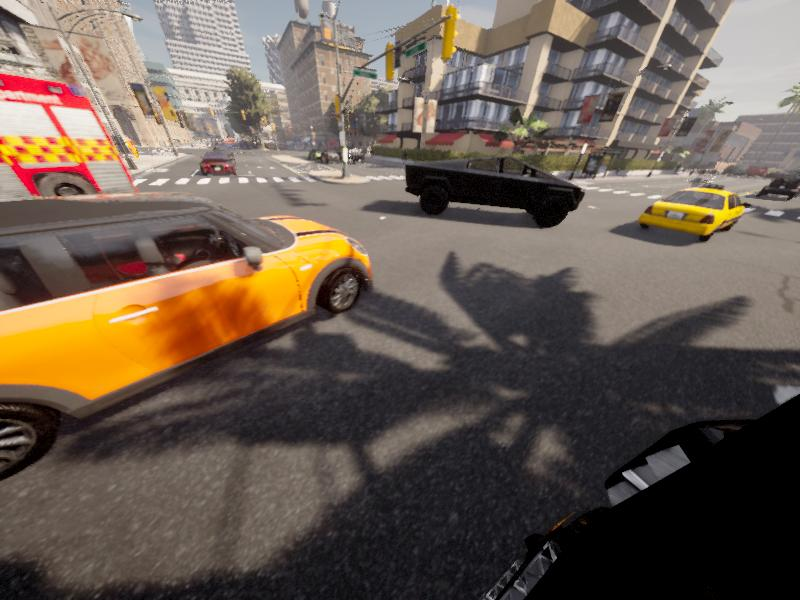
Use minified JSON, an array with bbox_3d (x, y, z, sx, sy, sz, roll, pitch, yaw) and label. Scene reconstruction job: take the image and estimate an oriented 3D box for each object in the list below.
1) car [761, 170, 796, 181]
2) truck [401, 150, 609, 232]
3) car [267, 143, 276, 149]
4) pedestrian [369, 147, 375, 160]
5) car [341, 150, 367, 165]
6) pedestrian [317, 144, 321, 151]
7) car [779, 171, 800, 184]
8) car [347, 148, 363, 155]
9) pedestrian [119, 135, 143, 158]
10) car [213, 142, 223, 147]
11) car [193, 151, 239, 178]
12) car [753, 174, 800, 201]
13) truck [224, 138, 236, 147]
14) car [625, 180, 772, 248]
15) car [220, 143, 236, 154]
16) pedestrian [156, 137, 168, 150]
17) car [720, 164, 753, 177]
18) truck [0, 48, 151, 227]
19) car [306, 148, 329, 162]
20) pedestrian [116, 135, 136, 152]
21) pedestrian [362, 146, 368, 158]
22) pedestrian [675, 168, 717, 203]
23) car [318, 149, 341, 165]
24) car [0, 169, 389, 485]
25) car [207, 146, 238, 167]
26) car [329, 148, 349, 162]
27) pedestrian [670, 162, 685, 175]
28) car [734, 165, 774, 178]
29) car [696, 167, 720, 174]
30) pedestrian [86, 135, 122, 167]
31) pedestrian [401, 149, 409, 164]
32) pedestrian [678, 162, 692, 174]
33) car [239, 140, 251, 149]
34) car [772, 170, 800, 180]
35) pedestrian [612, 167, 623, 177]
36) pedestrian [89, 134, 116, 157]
[{"bbox_3d":[72.134,-23.829,44.138,1.994,1.385,4.181,24,39,28],"label":"car"},{"bbox_3d":[3.444,-4.431,9.026,6.274,2.098,2.390,11,34,12],"label":"truck"},{"bbox_3d":[-42.540,-50.999,76.525,1.801,1.575,5.366,-16,38,-26],"label":"car"},{"bbox_3d":[-4.873,-25.787,40.603,0.751,1.860,0.751,-17,38,-28],"label":"pedestrian"},{"bbox_3d":[-6.493,-19.903,32.236,1.837,1.490,4.892,-16,38,-26],"label":"car"},{"bbox_3d":[-24.540,-46.304,70.163,0.751,1.860,0.751,-14,37,-23],"label":"pedestrian"},{"bbox_3d":[64.953,-19.910,37.544,2.242,1.667,4.611,30,42,34],"label":"car"},{"bbox_3d":[-12.252,-40.711,63.243,3.633,1.501,1.845,-16,38,-27],"label":"car"},{"bbox_3d":[-26.600,-15.138,22.875,0.751,1.860,0.751,-21,40,-32],"label":"pedestrian"},{"bbox_3d":[-55.176,-47.141,69.964,1.895,1.301,4.718,-16,38,-27],"label":"car"},{"bbox_3d":[-13.057,-9.856,16.667,1.994,1.385,4.181,-15,37,-25],"label":"car"},{"bbox_3d":[31.216,-9.168,18.715,3.988,1.617,1.851,-16,38,-26],"label":"car"},{"bbox_3d":[-60.117,-55.957,81.868,2.627,2.467,5.204,-16,38,-26],"label":"truck"},{"bbox_3d":[10.900,-3.337,8.403,5.366,1.575,1.801,-16,38,-26],"label":"car"},{"bbox_3d":[-31.869,-28.220,42.879,1.882,1.535,5.008,-16,38,-26],"label":"car"},{"bbox_3d":[-41.933,-27.542,40.766,0.751,1.860,0.751,-17,38,-28],"label":"pedestrian"},{"bbox_3d":[73.648,-28.449,50.650,2.150,2.045,5.566,24,39,28],"label":"car"},{"bbox_3d":[-12.112,-3.410,4.758,2.891,3.827,8.468,12,34,12],"label":"truck"},{"bbox_3d":[-12.406,-21.838,34.691,2.007,1.525,4.514,-16,38,-26],"label":"car"},{"bbox_3d":[-36.127,-20.626,30.464,0.751,1.860,0.751,-8,35,-15],"label":"pedestrian"},{"bbox_3d":[-6.681,-28.222,44.150,0.751,1.860,0.751,-15,37,-25],"label":"pedestrian"},{"bbox_3d":[18.636,-7.231,14.571,0.751,1.860,0.751,-16,38,-26],"label":"pedestrian"},{"bbox_3d":[-9.254,-18.808,30.320,1.789,1.549,3.705,-16,38,-26],"label":"car"},{"bbox_3d":[-2.516,-0.430,2.809,2.097,1.767,4.553,29,41,34],"label":"car"},{"bbox_3d":[-17.516,-14.319,22.968,1.837,1.490,4.892,-16,38,-26],"label":"car"},{"bbox_3d":[-9.725,-23.082,36.700,1.851,1.617,3.988,-16,38,-26],"label":"car"},{"bbox_3d":[46.769,-22.129,38.928,0.751,1.860,0.751,-15,37,-25],"label":"pedestrian"},{"bbox_3d":[78.044,-28.530,51.101,2.150,2.045,5.566,18,36,22],"label":"car"},{"bbox_3d":[71.941,-30.326,54.027,1.895,1.301,4.718,21,37,25],"label":"car"},{"bbox_3d":[-20.851,-10.508,16.302,0.751,1.860,0.751,-20,40,-30],"label":"pedestrian"},{"bbox_3d":[0.706,-21.073,33.891,0.751,1.860,0.751,-16,38,-26],"label":"pedestrian"},{"bbox_3d":[52.720,-24.316,42.679,0.751,1.860,0.751,-17,38,-28],"label":"pedestrian"},{"bbox_3d":[-43.737,-43.714,64.957,2.150,2.045,5.566,-16,38,-26],"label":"car"},{"bbox_3d":[78.882,-25.461,46.949,1.789,1.549,3.705,21,37,25],"label":"car"},{"bbox_3d":[28.246,-16.650,29.948,0.500,1.100,0.500,-14,37,-24],"label":"pedestrian"},{"bbox_3d":[-29.071,-15.081,22.604,0.751,1.860,0.751,-18,39,-28],"label":"pedestrian"}]
